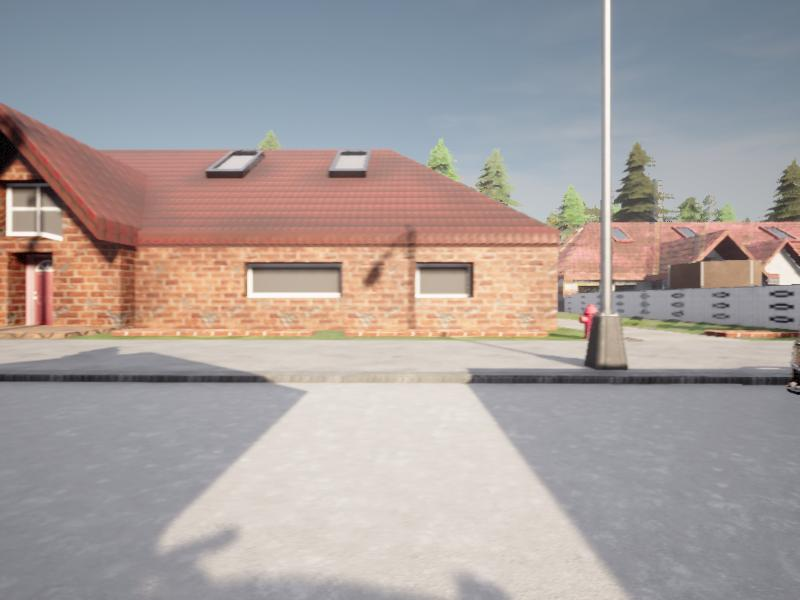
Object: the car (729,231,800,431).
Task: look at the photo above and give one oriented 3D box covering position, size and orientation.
[{"bbox_3d":[5.465,0.242,2.550,4.902,1.511,2.128,0,0,2],"label":"car"}]
